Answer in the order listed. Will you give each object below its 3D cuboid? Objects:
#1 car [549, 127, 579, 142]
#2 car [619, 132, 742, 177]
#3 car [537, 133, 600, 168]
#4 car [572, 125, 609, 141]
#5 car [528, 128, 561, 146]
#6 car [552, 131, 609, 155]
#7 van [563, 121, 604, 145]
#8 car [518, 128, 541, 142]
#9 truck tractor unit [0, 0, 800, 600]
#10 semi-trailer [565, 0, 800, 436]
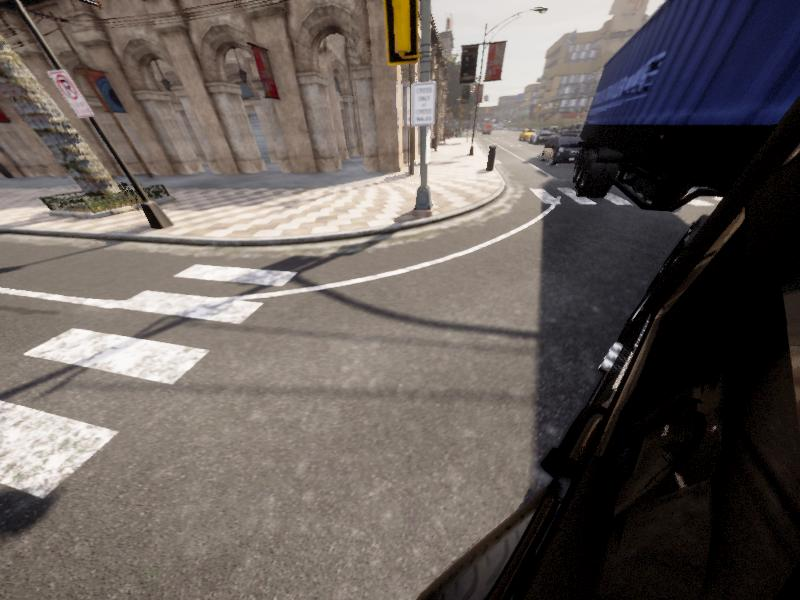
[{"bbox_3d":[22.076,-22.375,31.221,1.816,1.474,4.193,5,37,11],"label":"car"},{"bbox_3d":[12.881,-7.048,11.052,1.845,1.501,3.633,6,37,12],"label":"car"},{"bbox_3d":[10.143,-9.292,14.288,1.845,1.501,3.633,6,37,12],"label":"car"},{"bbox_3d":[25.758,-22.832,31.491,1.801,1.575,5.366,5,37,11],"label":"car"},{"bbox_3d":[17.796,-20.389,28.779,2.038,1.542,4.974,6,38,11],"label":"car"},{"bbox_3d":[15.377,-13.767,20.097,2.033,1.411,5.357,6,37,11],"label":"car"},{"bbox_3d":[20.778,-19.068,26.401,1.775,1.987,4.442,6,37,11],"label":"van"},{"bbox_3d":[19.503,-25.121,35.034,1.801,1.575,5.366,5,37,11],"label":"car"},{"bbox_3d":[2.645,-0.295,0.351,6.516,4.208,3.053,-28,44,-30],"label":"truck tractor unit"},{"bbox_3d":[6.788,-4.436,5.499,2.717,4.402,14.254,15,40,22],"label":"semi-trailer"}]
